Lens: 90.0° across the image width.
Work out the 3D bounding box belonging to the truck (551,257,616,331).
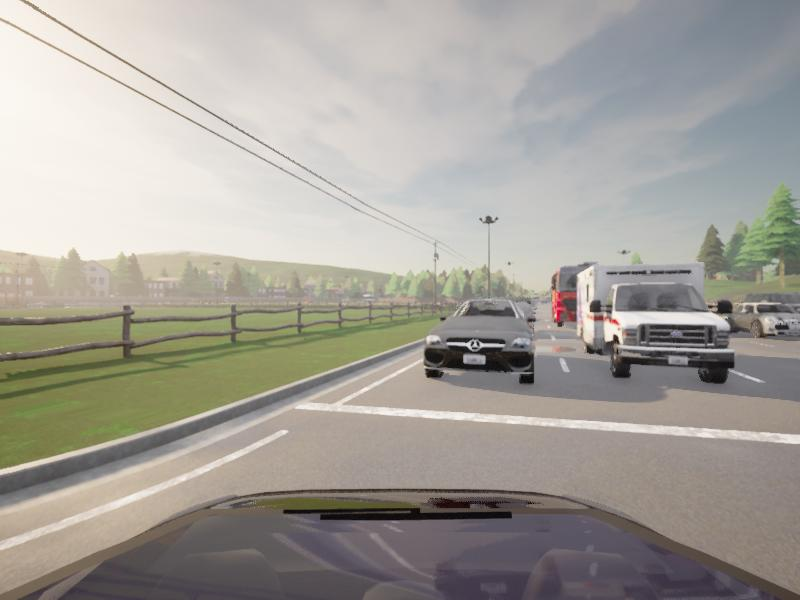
[{"bbox_3d":[11.244,-0.316,25.308,2.891,3.827,8.468,0,0,19],"label":"truck"}]

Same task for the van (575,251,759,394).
[{"bbox_3d":[6.021,0.380,10.199,2.351,2.431,6.366,0,0,19],"label":"van"}]

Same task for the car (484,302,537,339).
[{"bbox_3d":[5.416,0.853,19.162,2.163,1.488,4.792,0,0,19],"label":"car"}]

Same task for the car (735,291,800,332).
[{"bbox_3d":[21.350,0.572,22.388,2.150,2.045,5.566,0,0,19],"label":"car"}]

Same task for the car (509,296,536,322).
[{"bbox_3d":[9.824,0.652,31.893,1.932,1.855,4.605,0,1,19],"label":"car"}]

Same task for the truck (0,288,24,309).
[{"bbox_3d":[-74.661,-0.333,72.895,2.891,3.827,8.468,0,0,19],"label":"truck"}]

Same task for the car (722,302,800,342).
[{"bbox_3d":[15.842,0.856,17.187,1.970,1.475,3.806,0,0,19],"label":"car"}]

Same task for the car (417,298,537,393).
[{"bbox_3d":[2.143,0.781,9.627,2.152,1.651,5.027,0,0,19],"label":"car"}]

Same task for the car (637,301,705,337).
[{"bbox_3d":[12.842,0.829,19.218,1.845,1.501,3.633,0,0,19],"label":"car"}]
